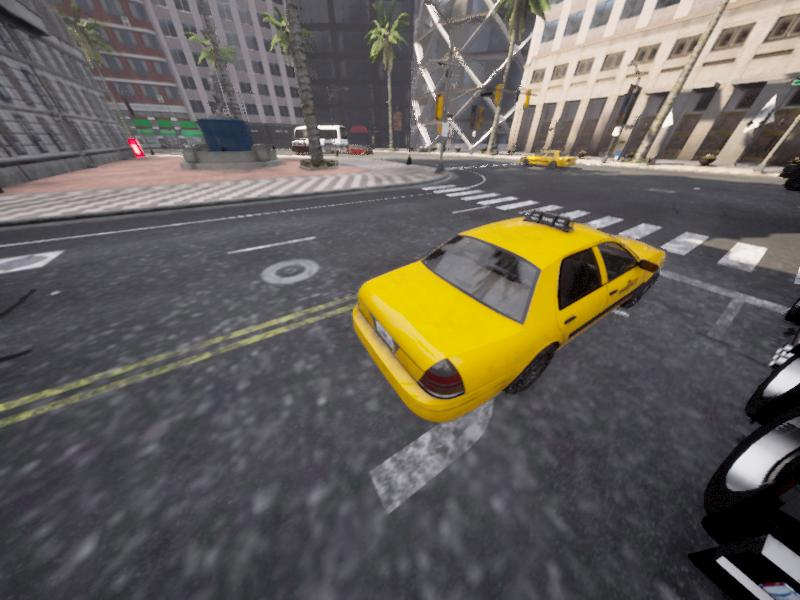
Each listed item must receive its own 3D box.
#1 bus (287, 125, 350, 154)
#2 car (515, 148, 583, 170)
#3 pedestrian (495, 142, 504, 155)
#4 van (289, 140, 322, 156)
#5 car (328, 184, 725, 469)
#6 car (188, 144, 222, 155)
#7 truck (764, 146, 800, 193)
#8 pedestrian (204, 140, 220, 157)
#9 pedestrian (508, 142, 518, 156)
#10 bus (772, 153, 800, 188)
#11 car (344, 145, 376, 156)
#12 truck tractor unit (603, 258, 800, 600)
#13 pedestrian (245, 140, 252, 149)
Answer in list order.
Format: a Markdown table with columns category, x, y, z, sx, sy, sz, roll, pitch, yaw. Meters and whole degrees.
| category | x | y | z | sx | sy | sz | roll | pitch | yaw |
| --- | --- | --- | --- | --- | --- | --- | --- | --- | --- |
| bus | -15.241 | -30.434 | 43.904 | 10.273 | 4.253 | 3.944 | 8 | 35 | 11 |
| car | 14.809 | -14.306 | 23.326 | 1.801 | 1.575 | 5.366 | -19 | 39 | -26 |
| pedestrian | 16.771 | -25.628 | 39.068 | 0.751 | 1.860 | 0.751 | -23 | 41 | -30 |
| van | -15.784 | -25.547 | 38.811 | 4.480 | 2.038 | 2.069 | 7 | 35 | 9 |
| car | 2.028 | -0.458 | 3.298 | 5.366 | 1.575 | 1.801 | -19 | 39 | -26 |
| car | -32.654 | -25.327 | 38.788 | 3.633 | 1.501 | 1.845 | -8 | 36 | -12 |
| truck | 23.908 | -6.130 | 11.197 | 2.390 | 2.098 | 6.274 | -19 | 39 | -26 |
| pedestrian | -25.801 | -20.776 | 31.711 | 0.751 | 1.860 | 0.751 | 1 | 35 | 0 |
| pedestrian | 18.268 | -24.435 | 37.366 | 0.751 | 1.860 | 0.751 | -21 | 40 | -27 |
| bus | 27.867 | -7.019 | 10.628 | 3.944 | 4.253 | 10.273 | -19 | 40 | -26 |
| car | -6.784 | -25.416 | 39.194 | 4.792 | 1.488 | 2.163 | 17 | 38 | 22 |
| truck tractor unit | 5.101 | -0.310 | 0.798 | 6.516 | 4.208 | 3.053 | -19 | 39 | -25 |
| pedestrian | -35.554 | -36.560 | 54.317 | 0.751 | 1.860 | 0.751 | -11 | 36 | -16 |
